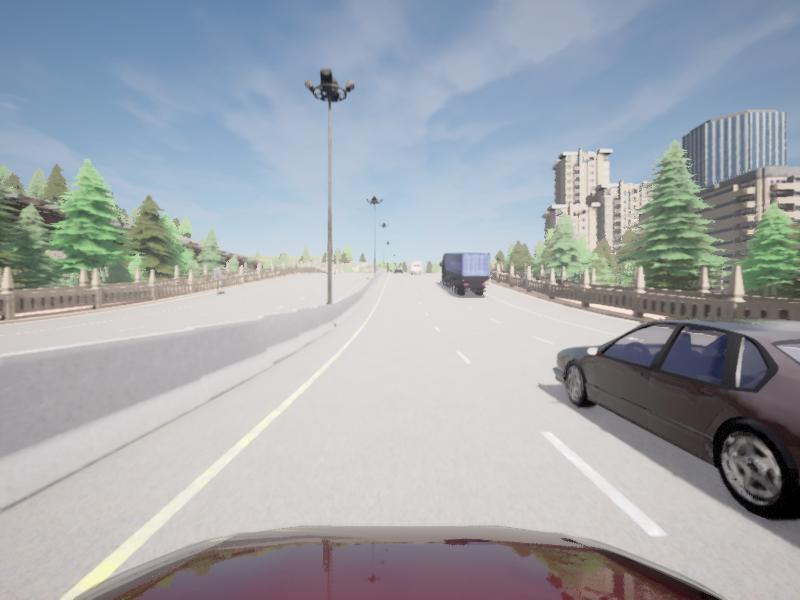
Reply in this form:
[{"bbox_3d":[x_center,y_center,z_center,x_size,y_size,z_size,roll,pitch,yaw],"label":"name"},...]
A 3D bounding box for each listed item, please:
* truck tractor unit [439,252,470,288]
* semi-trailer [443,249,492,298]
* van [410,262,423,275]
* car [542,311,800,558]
[{"bbox_3d":[6.845,-3.978,51.254,3.053,4.208,6.516,0,7,0],"label":"truck tractor unit"},{"bbox_3d":[6.872,-3.173,43.382,2.717,4.402,14.254,0,6,0],"label":"semi-trailer"},{"bbox_3d":[3.247,-6.524,81.797,2.351,2.431,6.366,0,5,0],"label":"van"},{"bbox_3d":[3.503,0.900,4.324,2.033,1.411,5.357,0,0,0],"label":"car"}]
